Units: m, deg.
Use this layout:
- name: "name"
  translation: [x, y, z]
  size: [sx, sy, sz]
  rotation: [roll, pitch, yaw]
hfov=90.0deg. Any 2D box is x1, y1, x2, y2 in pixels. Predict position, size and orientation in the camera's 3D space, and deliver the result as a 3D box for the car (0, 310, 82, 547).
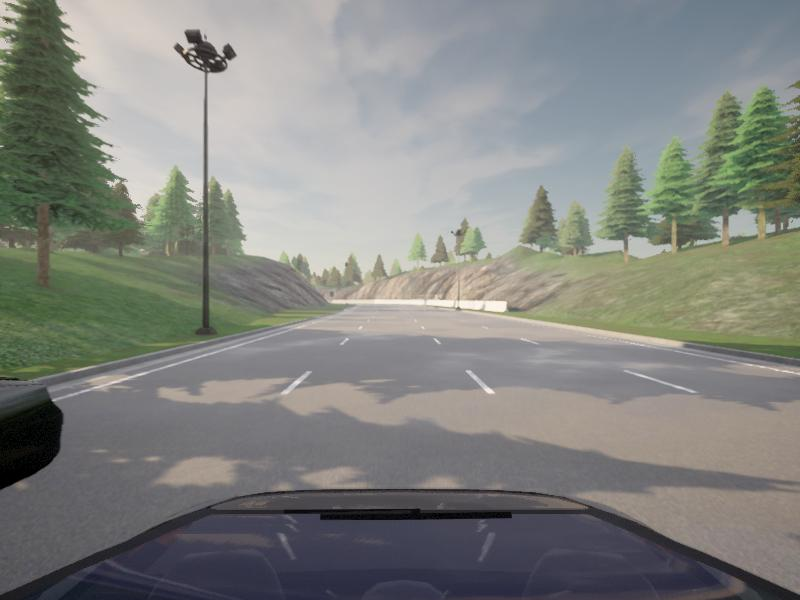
- name: "car"
  translation: [-3.602, 0.831, 0.801]
  size: [2.038, 1.542, 4.974]
  rotation: [0, -1, -1]
